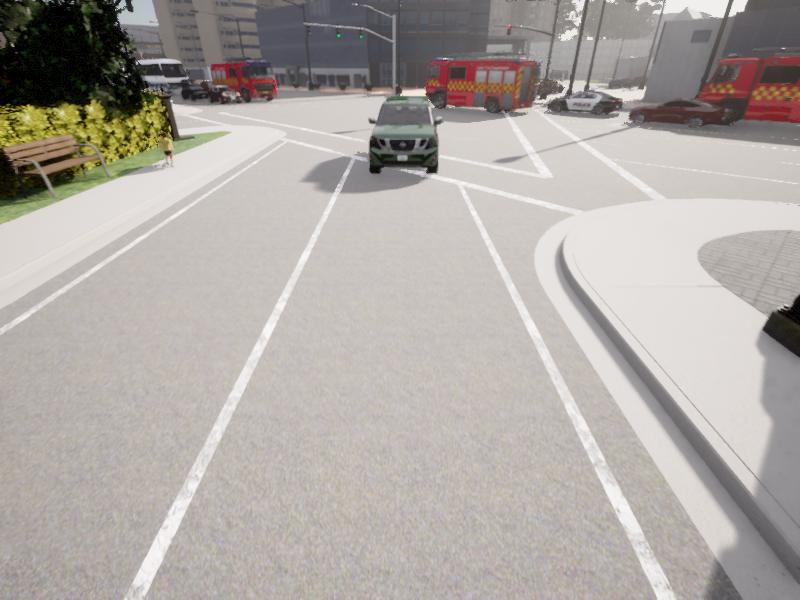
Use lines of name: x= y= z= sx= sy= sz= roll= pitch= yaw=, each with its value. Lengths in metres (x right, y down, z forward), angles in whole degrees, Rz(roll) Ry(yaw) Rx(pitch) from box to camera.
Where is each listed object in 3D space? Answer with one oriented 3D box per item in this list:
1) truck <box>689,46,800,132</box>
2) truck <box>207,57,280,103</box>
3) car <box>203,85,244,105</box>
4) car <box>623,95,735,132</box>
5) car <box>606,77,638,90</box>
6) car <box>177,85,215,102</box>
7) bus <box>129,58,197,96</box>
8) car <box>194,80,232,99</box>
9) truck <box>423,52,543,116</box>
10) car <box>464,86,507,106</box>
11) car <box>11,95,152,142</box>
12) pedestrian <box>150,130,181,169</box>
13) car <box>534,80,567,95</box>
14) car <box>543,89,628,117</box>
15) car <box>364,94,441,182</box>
truck: x=21.381 y=-11.267 z=21.344 sx=2.891 sy=3.827 sz=8.468 roll=-26 pitch=39 yaw=-38
truck: x=-16.139 y=-22.638 z=41.125 sx=2.891 sy=3.827 sz=8.468 roll=-27 pitch=39 yaw=-38
car: x=-16.719 y=-19.450 z=37.941 sx=1.970 sy=1.475 sz=3.806 roll=-27 pitch=39 yaw=-37
car: x=15.629 y=-10.631 z=22.642 sx=1.812 sy=1.442 sz=4.674 roll=-27 pitch=39 yaw=-37
car: x=33.835 y=-33.013 z=60.930 sx=4.892 sy=1.490 sz=1.837 roll=-18 pitch=35 yaw=-28
car: x=-21.616 y=-21.860 z=42.316 sx=1.994 sy=1.385 sz=4.181 roll=-26 pitch=39 yaw=-37
bus: x=-33.197 y=-31.191 z=55.960 sx=10.273 sy=4.253 sz=3.944 roll=23 pitch=37 yaw=35
car: x=-21.858 y=-24.603 z=46.680 sx=2.097 sy=1.767 sz=4.553 roll=-27 pitch=39 yaw=-37
truck: x=5.942 y=-16.547 z=30.486 sx=2.891 sy=3.827 sz=8.468 roll=-27 pitch=40 yaw=-37
car: x=7.665 y=-18.569 z=36.379 sx=1.994 sy=1.385 sz=4.181 roll=-9 pitch=31 yaw=-14
car: x=-15.876 y=-9.274 z=20.230 sx=5.027 sy=1.651 sz=2.152 roll=-26 pitch=39 yaw=-37
pedestrian: x=-7.467 y=-4.806 z=12.773 sx=0.500 sy=1.100 sz=0.500 roll=-8 pitch=31 yaw=-13
car: x=18.625 y=-26.265 z=49.415 sx=4.193 sy=1.474 sz=1.816 roll=-26 pitch=39 yaw=-37
car: x=13.294 y=-14.353 z=28.982 sx=2.038 sy=1.542 sz=4.974 roll=-26 pitch=39 yaw=-37
car: x=0.199 y=-5.876 z=13.987 sx=2.150 sy=2.045 sz=5.566 roll=1 pitch=30 yaw=2
